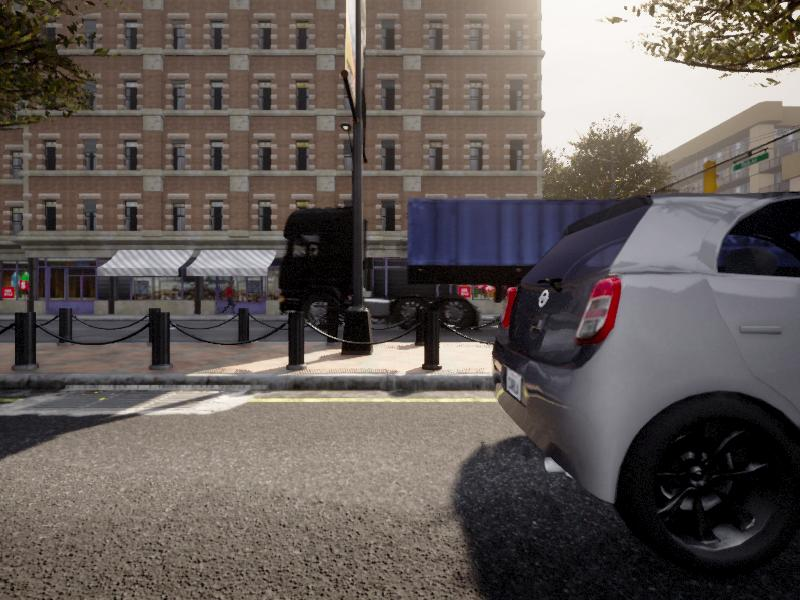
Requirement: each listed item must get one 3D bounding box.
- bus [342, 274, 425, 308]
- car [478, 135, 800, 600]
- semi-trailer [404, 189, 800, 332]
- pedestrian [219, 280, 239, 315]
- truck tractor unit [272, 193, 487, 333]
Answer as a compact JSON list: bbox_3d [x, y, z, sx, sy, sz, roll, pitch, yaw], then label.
[{"bbox_3d":[-2.059,-1.133,51.914,10.273,4.253,3.944,0,0,0],"label":"bus"},{"bbox_3d":[2.425,0.226,2.192,3.633,1.501,1.845,0,0,0],"label":"car"},{"bbox_3d":[7.294,-1.216,13.698,14.254,4.402,2.717,0,0,0],"label":"semi-trailer"},{"bbox_3d":[-9.225,-0.114,21.634,0.751,1.860,0.751,0,0,2],"label":"pedestrian"},{"bbox_3d":[-0.620,-1.117,13.697,6.516,4.208,3.053,0,0,0],"label":"truck tractor unit"}]
